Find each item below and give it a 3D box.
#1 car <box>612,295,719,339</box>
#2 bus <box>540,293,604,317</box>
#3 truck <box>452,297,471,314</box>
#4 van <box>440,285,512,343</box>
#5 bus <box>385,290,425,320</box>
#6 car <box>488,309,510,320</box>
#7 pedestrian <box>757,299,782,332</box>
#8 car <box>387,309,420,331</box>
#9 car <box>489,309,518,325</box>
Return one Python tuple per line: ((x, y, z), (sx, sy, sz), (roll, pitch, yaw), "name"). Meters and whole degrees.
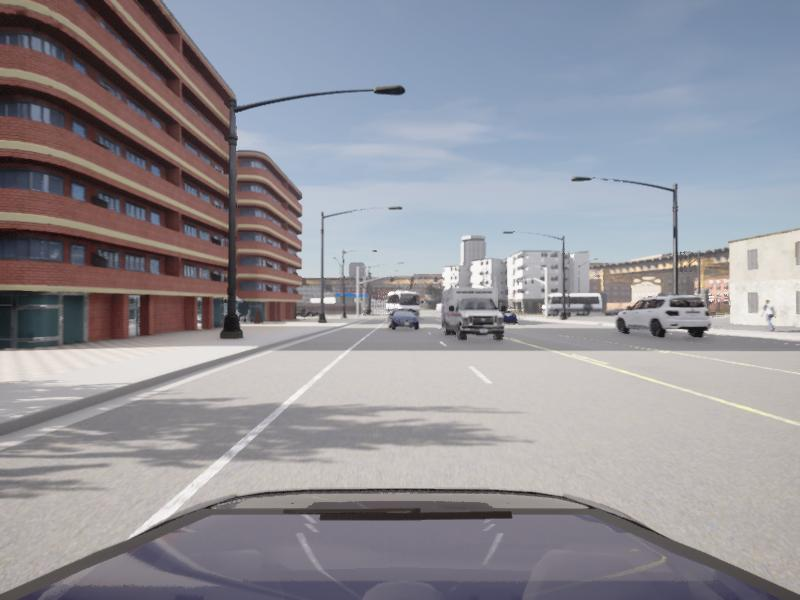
((13.861, 0.903, 21.468), (2.150, 2.045, 5.566), (0, -2, 2), "car")
((31.733, 0.936, 74.149), (10.273, 4.253, 3.944), (0, -1, 0), "bus")
((14.649, 1.343, 96.182), (2.891, 3.827, 8.468), (0, -1, -3), "truck")
((3.499, 0.676, 19.929), (2.351, 2.431, 6.366), (0, -2, 0), "van")
((0.572, 0.773, 61.654), (3.944, 4.253, 10.273), (2, -1, -12), "bus")
((13.999, 2.049, 56.732), (1.882, 1.535, 5.008), (0, -1, 0), "car")
((21.098, 0.861, 22.846), (0.751, 1.860, 0.751), (0, -1, 7), "pedestrian")
((0.167, 1.421, 29.394), (1.812, 1.442, 4.674), (0, -2, -7), "car")
((10.538, 1.710, 40.870), (1.970, 1.475, 3.806), (0, -2, 0), "car")
